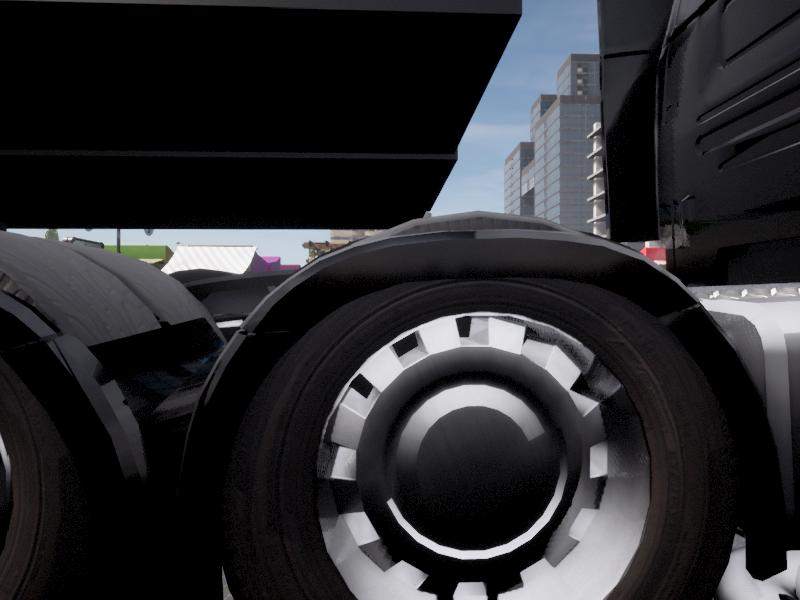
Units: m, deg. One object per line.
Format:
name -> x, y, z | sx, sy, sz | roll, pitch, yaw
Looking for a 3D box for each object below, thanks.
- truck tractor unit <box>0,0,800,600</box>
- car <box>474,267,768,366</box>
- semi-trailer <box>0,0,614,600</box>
truck tractor unit -> 1.104, -1.116, 2.105 | 6.516, 4.208, 3.053 | 0, 0, -3
car -> 4.097, 0.251, 7.698 | 4.792, 1.488, 2.163 | 0, 0, -15
semi-trailer -> -6.800, -1.218, 1.762 | 14.254, 4.402, 2.717 | 0, 0, -2
